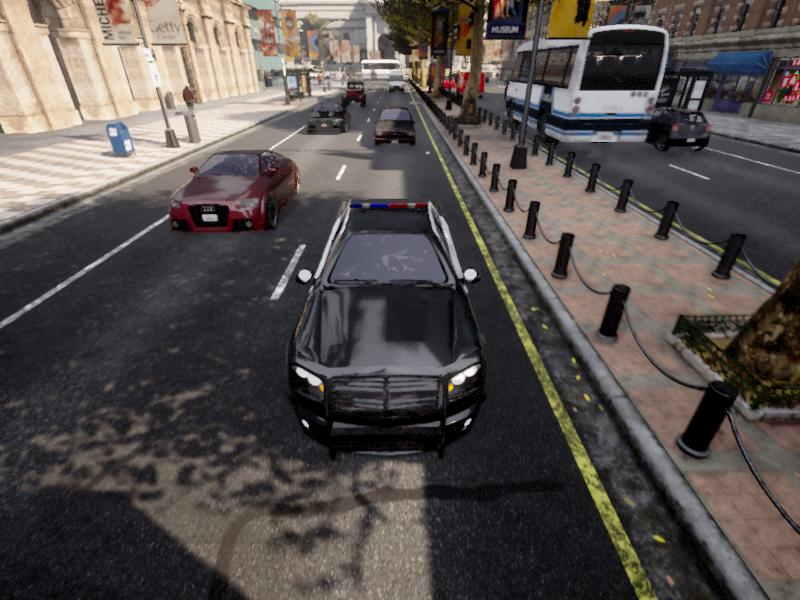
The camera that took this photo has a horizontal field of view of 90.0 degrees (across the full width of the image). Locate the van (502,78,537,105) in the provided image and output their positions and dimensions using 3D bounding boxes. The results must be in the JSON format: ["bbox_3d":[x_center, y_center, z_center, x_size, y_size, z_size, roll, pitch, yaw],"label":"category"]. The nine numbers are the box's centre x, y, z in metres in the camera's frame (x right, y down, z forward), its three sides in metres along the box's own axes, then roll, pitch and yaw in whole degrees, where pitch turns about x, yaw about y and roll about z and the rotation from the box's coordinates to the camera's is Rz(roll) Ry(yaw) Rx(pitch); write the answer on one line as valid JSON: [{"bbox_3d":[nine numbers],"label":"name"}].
[{"bbox_3d":[11.153,-19.689,37.688,1.775,1.987,4.442,0,30,0],"label":"van"}]

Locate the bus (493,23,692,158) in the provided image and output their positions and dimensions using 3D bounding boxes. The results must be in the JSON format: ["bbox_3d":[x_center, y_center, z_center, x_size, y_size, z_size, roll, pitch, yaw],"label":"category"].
[{"bbox_3d":[7.651,-9.914,18.736,3.944,4.253,10.273,0,30,0],"label":"bus"}]

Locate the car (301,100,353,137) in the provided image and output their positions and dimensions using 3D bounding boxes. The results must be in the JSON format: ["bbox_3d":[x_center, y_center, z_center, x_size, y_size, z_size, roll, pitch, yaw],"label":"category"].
[{"bbox_3d":[-3.739,-9.734,21.281,1.994,1.385,4.181,0,30,0],"label":"car"}]

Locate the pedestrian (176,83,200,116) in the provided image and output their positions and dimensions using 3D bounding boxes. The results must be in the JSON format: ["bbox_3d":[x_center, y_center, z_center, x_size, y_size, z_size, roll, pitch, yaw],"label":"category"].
[{"bbox_3d":[-14.016,-13.284,26.512,0.751,1.860,0.751,-2,30,-4],"label":"pedestrian"}]

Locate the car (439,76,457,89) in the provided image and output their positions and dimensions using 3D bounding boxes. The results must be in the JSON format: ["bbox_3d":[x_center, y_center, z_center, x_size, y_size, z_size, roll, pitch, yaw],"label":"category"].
[{"bbox_3d":[7.490,-34.084,62.602,2.242,1.667,4.611,0,30,0],"label":"car"}]

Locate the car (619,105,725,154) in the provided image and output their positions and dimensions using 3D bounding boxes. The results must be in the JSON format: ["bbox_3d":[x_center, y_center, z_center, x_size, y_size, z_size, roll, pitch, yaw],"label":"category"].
[{"bbox_3d":[11.289,-7.315,16.985,1.845,1.501,3.633,0,30,0],"label":"car"}]

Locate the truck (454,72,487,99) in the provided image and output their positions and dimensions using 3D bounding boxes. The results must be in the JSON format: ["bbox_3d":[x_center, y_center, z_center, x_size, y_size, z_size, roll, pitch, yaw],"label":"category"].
[{"bbox_3d":[7.611,-23.526,43.773,2.627,2.467,5.204,0,31,0],"label":"truck"}]

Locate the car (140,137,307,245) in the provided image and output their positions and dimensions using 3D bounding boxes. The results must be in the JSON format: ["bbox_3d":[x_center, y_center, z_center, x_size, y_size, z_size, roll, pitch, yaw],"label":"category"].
[{"bbox_3d":[-3.663,-2.735,9.318,1.994,1.385,4.181,0,30,0],"label":"car"}]

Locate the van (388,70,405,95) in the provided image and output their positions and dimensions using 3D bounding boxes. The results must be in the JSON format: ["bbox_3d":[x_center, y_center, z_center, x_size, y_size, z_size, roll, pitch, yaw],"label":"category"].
[{"bbox_3d":[-0.444,-27.979,51.309,1.988,2.561,5.915,0,30,0],"label":"van"}]

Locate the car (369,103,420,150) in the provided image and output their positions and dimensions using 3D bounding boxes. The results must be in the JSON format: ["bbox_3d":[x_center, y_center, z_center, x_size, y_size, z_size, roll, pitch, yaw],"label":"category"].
[{"bbox_3d":[-0.225,-8.205,18.641,2.033,1.411,5.357,0,30,0],"label":"car"}]

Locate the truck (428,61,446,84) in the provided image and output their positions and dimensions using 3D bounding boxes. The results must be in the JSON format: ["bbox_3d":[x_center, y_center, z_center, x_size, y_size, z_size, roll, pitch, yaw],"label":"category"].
[{"bbox_3d":[7.374,-46.148,81.084,2.891,3.827,8.468,0,30,0],"label":"truck"}]

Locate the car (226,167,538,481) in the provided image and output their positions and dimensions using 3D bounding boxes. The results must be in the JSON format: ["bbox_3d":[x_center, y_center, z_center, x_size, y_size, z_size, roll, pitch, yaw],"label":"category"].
[{"bbox_3d":[-0.135,-0.390,5.155,2.038,1.542,4.974,0,30,0],"label":"car"}]

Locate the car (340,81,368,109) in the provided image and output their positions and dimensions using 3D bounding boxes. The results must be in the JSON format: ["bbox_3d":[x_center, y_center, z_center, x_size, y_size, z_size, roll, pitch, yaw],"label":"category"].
[{"bbox_3d":[-3.821,-17.359,33.797,1.905,1.878,3.866,0,30,0],"label":"car"}]
